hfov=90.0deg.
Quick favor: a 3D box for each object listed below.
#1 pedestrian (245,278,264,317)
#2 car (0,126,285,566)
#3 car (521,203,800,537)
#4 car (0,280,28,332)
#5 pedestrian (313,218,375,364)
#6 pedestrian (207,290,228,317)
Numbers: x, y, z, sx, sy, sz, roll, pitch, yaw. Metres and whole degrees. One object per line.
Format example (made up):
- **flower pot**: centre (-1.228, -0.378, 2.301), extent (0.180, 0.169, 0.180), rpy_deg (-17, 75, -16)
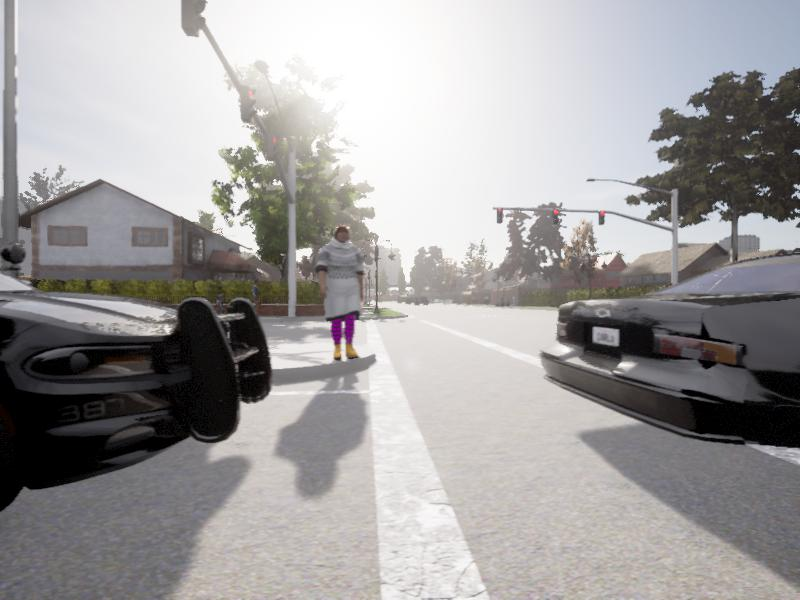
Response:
- **pedestrian**: centre (-6.947, -0.116, 19.115), extent (0.751, 1.860, 0.751), rpy_deg (0, 0, -11)
- **car**: centre (-3.492, 0.171, 2.229), extent (5.238, 1.638, 1.930), rpy_deg (0, 0, -7)
- **car**: centre (3.892, 0.295, 2.981), extent (5.357, 1.411, 2.033), rpy_deg (0, 0, -6)
- **car**: centre (-15.262, 0.180, 12.506), extent (5.027, 1.651, 2.152), rpy_deg (0, 0, -6)
- **pedestrian**: centre (-0.792, -0.115, 5.538), extent (0.751, 1.860, 0.751), rpy_deg (0, 0, -17)
- **pedestrian**: centre (-8.817, 0.164, 19.397), extent (0.751, 1.300, 0.751), rpy_deg (0, 0, -9)
